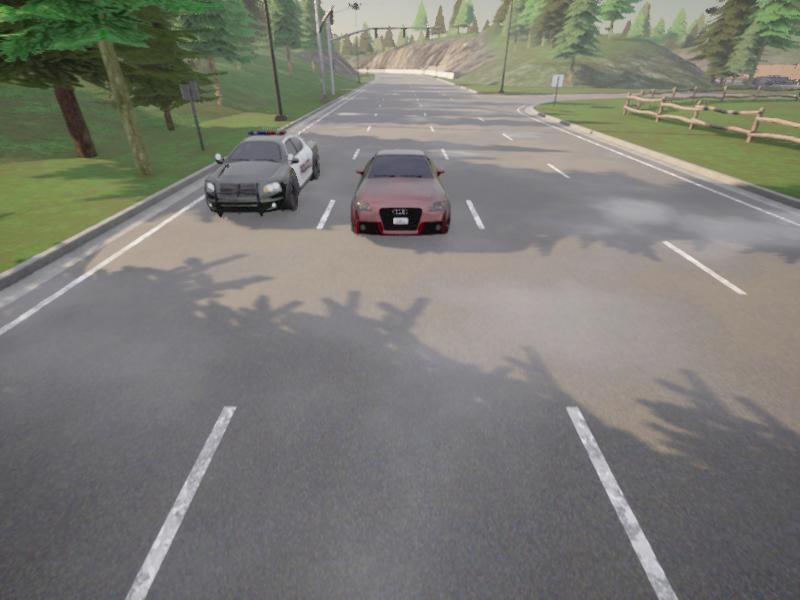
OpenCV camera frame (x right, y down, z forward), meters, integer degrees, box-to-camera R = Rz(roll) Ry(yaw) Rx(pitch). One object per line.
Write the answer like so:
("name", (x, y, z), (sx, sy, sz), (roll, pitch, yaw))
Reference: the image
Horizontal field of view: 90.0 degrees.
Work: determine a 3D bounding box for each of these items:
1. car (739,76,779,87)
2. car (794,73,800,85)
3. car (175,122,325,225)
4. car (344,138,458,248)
("car", (60.827, -37.151, 67.992), (2.033, 1.411, 5.357), (0, 30, 0))
("car", (71.322, -38.041, 69.054), (1.932, 1.855, 4.605), (0, 30, 0))
("car", (-3.484, -3.557, 10.534), (2.038, 1.542, 4.974), (0, 30, 0))
("car", (0.015, -2.648, 9.144), (1.994, 1.385, 4.181), (0, 30, 0))
